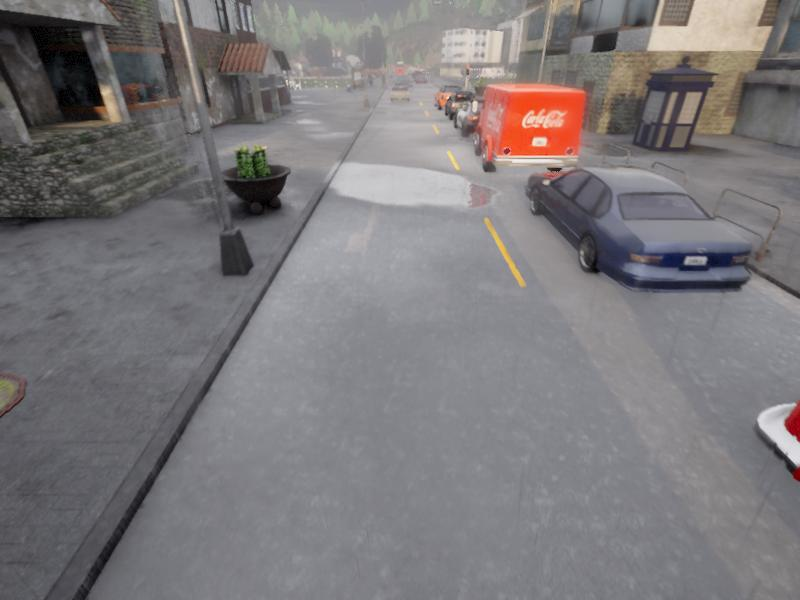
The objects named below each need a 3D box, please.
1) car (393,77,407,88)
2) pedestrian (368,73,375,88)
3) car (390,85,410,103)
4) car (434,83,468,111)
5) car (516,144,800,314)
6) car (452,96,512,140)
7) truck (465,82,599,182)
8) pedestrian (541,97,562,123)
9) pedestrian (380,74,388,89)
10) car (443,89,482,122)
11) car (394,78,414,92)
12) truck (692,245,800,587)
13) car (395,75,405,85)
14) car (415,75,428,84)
[{"bbox_3d":[0.002,-35.300,64.768,2.033,1.411,5.357,0,30,0],"label":"car"},{"bbox_3d":[-4.235,-32.389,59.090,0.751,1.860,0.751,4,31,6],"label":"pedestrian"},{"bbox_3d":[0.002,-20.150,39.041,1.895,1.301,4.718,0,30,0],"label":"car"},{"bbox_3d":[4.001,-16.237,31.879,2.097,1.767,4.553,0,30,0],"label":"car"},{"bbox_3d":[4.002,-1.761,7.599,2.033,1.411,5.357,0,30,0],"label":"car"},{"bbox_3d":[4.004,-9.380,20.451,2.038,1.542,4.974,0,30,0],"label":"car"},{"bbox_3d":[4.002,-5.886,13.562,2.627,2.467,5.204,0,30,0],"label":"truck"},{"bbox_3d":[8.805,-11.064,23.297,0.751,1.300,0.751,0,30,0],"label":"pedestrian"},{"bbox_3d":[-2.231,-30.468,55.817,0.751,1.860,0.751,9,32,15],"label":"pedestrian"},{"bbox_3d":[4.005,-12.827,26.252,1.851,1.617,3.988,0,30,0],"label":"car"},{"bbox_3d":[0.546,-29.482,54.754,1.837,1.490,4.892,-6,31,-8],"label":"car"},{"bbox_3d":[3.999,1.592,0.821,2.627,2.467,5.204,0,30,0],"label":"truck"},{"bbox_3d":[0.004,-40.827,74.091,1.837,1.490,4.892,0,30,0],"label":"car"},{"bbox_3d":[4.025,-41.464,75.302,1.994,1.385,4.181,-1,30,-1],"label":"car"}]
